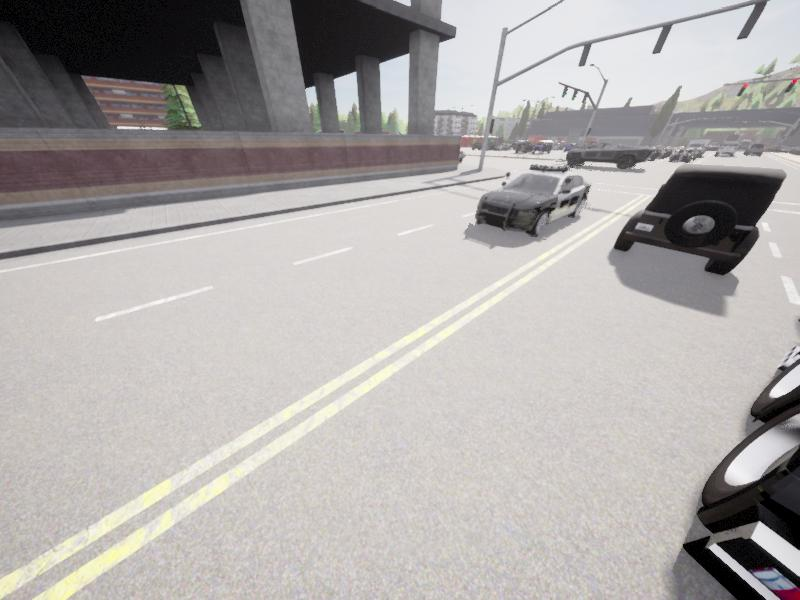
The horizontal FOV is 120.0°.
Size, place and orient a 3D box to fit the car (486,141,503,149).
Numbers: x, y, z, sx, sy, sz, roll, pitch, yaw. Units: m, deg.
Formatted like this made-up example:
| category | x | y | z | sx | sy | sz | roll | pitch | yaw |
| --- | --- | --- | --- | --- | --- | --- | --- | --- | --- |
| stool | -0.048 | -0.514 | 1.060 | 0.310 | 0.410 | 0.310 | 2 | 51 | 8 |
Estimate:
| category | x | y | z | sx | sy | sz | roll | pitch | yaw |
| --- | --- | --- | --- | --- | --- | --- | --- | --- | --- |
| car | 27.010 | -44.460 | 66.116 | 4.605 | 1.855 | 1.932 | -25 | 42 | -32 |

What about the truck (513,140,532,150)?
| category | x | y | z | sx | sy | sz | roll | pitch | yaw |
| --- | --- | --- | --- | --- | --- | --- | --- | --- | --- |
| truck | 32.335 | -40.942 | 60.939 | 4.478 | 2.038 | 2.069 | -25 | 42 | -32 |

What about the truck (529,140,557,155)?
| category | x | y | z | sx | sy | sz | roll | pitch | yaw |
| --- | --- | --- | --- | --- | --- | --- | --- | --- | --- |
| truck | 25.105 | -26.818 | 40.606 | 4.478 | 2.038 | 2.069 | -25 | 42 | -32 |

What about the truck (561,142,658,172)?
| category | x | y | z | sx | sy | sz | roll | pitch | yaw |
| --- | --- | --- | --- | --- | --- | --- | --- | --- | --- |
| truck | 19.660 | -13.845 | 22.128 | 2.390 | 2.098 | 6.274 | -26 | 43 | -33 |

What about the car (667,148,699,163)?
| category | x | y | z | sx | sy | sz | roll | pitch | yaw |
| --- | --- | --- | --- | --- | --- | --- | --- | --- | --- |
| car | 37.164 | -19.030 | 30.301 | 3.806 | 1.475 | 1.970 | -26 | 42 | -32 |

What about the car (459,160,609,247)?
| category | x | y | z | sx | sy | sz | roll | pitch | yaw |
| --- | --- | --- | --- | --- | --- | --- | --- | --- | --- |
| car | 4.482 | -3.433 | 7.523 | 5.238 | 1.638 | 1.930 | -26 | 42 | -32 |

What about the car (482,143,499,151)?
| category | x | y | z | sx | sy | sz | roll | pitch | yaw |
| --- | --- | --- | --- | --- | --- | --- | --- | --- | --- |
| car | 20.799 | -35.190 | 53.129 | 3.905 | 1.438 | 1.784 | -25 | 42 | -32 |

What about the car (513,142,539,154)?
| category | x | y | z | sx | sy | sz | roll | pitch | yaw |
| --- | --- | --- | --- | --- | --- | --- | --- | --- | --- |
| car | 23.190 | -27.989 | 42.439 | 4.605 | 1.855 | 1.932 | -25 | 42 | -32 |

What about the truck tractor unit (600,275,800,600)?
| category | x | y | z | sx | sy | sz | roll | pitch | yaw |
| --- | --- | --- | --- | --- | --- | --- | --- | --- | --- |
| truck tractor unit | 5.130 | -0.281 | 0.757 | 6.516 | 4.208 | 3.053 | -17 | 39 | -23 |

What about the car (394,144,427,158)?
| category | x | y | z | sx | sy | sz | roll | pitch | yaw |
| --- | --- | --- | --- | --- | --- | --- | --- | --- | --- |
| car | 1.479 | -22.815 | 35.234 | 1.930 | 1.638 | 5.238 | -26 | 43 | -32 |

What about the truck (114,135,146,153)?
| category | x | y | z | sx | sy | sz | roll | pitch | yaw |
| --- | --- | --- | --- | --- | --- | --- | --- | --- | --- |
| truck | -47.488 | -27.601 | 40.838 | 2.615 | 2.467 | 5.204 | -25 | 42 | -32 |

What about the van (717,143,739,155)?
| category | x | y | z | sx | sy | sz | roll | pitch | yaw |
| --- | --- | --- | --- | --- | --- | --- | --- | --- | --- |
| van | 66.779 | -30.816 | 46.995 | 4.442 | 1.987 | 1.775 | -26 | 42 | -32 |

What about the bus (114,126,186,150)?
| category | x | y | z | sx | sy | sz | roll | pitch | yaw |
| --- | --- | --- | --- | --- | --- | --- | --- | --- | --- |
| bus | -57.479 | -37.560 | 53.776 | 10.273 | 4.253 | 3.944 | -25 | 42 | -32 |

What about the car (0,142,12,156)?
| category | x | y | z | sx | sy | sz | roll | pitch | yaw |
| --- | --- | --- | --- | --- | --- | --- | --- | --- | --- |
| car | -57.527 | -21.220 | 32.450 | 1.816 | 1.474 | 4.193 | -25 | 42 | -32 |

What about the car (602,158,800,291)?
| category | x | y | z | sx | sy | sz | roll | pitch | yaw |
| --- | --- | --- | --- | --- | --- | --- | --- | --- | --- |
| car | 6.889 | -2.069 | 5.364 | 3.866 | 1.878 | 1.905 | -26 | 42 | -32 |

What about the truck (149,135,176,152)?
| category | x | y | z | sx | sy | sz | roll | pitch | yaw |
| --- | --- | --- | --- | --- | --- | --- | --- | --- | --- |
| truck | -44.188 | -29.175 | 43.122 | 2.615 | 2.467 | 5.204 | -25 | 42 | -32 |

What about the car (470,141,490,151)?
| category | x | y | z | sx | sy | sz | roll | pitch | yaw |
| --- | --- | --- | --- | --- | --- | --- | --- | --- | --- |
| car | 19.037 | -36.526 | 54.665 | 4.605 | 1.855 | 1.932 | -25 | 42 | -32 |

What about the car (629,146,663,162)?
| category | x | y | z | sx | sy | sz | roll | pitch | yaw |
| --- | --- | --- | --- | --- | --- | --- | --- | --- | --- |
| car | 33.709 | -20.053 | 31.615 | 4.856 | 1.649 | 2.033 | -26 | 42 | -32 |

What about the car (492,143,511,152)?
| category | x | y | z | sx | sy | sz | roll | pitch | yaw |
| --- | --- | --- | --- | --- | --- | --- | --- | --- | --- |
| car | 22.659 | -33.890 | 51.331 | 3.806 | 1.475 | 1.970 | -25 | 42 | -32 |

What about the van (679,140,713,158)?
| category | x | y | z | sx | sy | sz | roll | pitch | yaw |
| --- | --- | --- | --- | --- | --- | --- | --- | --- | --- |
| van | 49.348 | -25.260 | 38.506 | 6.366 | 2.431 | 2.351 | -26 | 42 | -32 |

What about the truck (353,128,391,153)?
| category | x | y | z | sx | sy | sz | roll | pitch | yaw |
| --- | --- | --- | --- | --- | --- | --- | --- | --- | --- |
| truck | -5.674 | -31.638 | 45.935 | 2.891 | 3.827 | 8.468 | -26 | 42 | -32 |
